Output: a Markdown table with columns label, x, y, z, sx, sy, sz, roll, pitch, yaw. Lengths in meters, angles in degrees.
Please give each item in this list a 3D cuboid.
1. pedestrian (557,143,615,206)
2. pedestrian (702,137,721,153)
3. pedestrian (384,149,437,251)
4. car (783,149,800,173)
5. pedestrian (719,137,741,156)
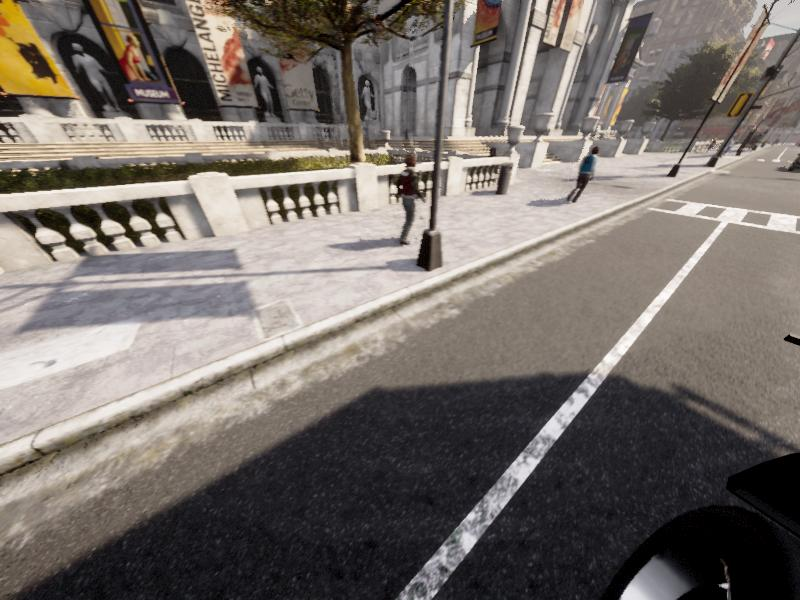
| label | x | y | z | sx | sy | sz | roll | pitch | yaw |
| --- | --- | --- | --- | --- | --- | --- | --- | --- | --- |
| pedestrian | 6.516 | -4.428 | 8.198 | 0.751 | 1.860 | 0.751 | -17 | 39 | -22 |
| pedestrian | 43.876 | -21.782 | 32.518 | 0.751 | 1.860 | 0.751 | -21 | 40 | -26 |
| pedestrian | 0.186 | -2.143 | 5.003 | 0.751 | 1.860 | 0.751 | -17 | 39 | -22 |
| car | 31.005 | -10.433 | 17.155 | 4.902 | 1.511 | 2.128 | -23 | 41 | -28 |
| pedestrian | 40.260 | -18.725 | 28.218 | 0.751 | 1.860 | 0.751 | 30 | 45 | 35 |
